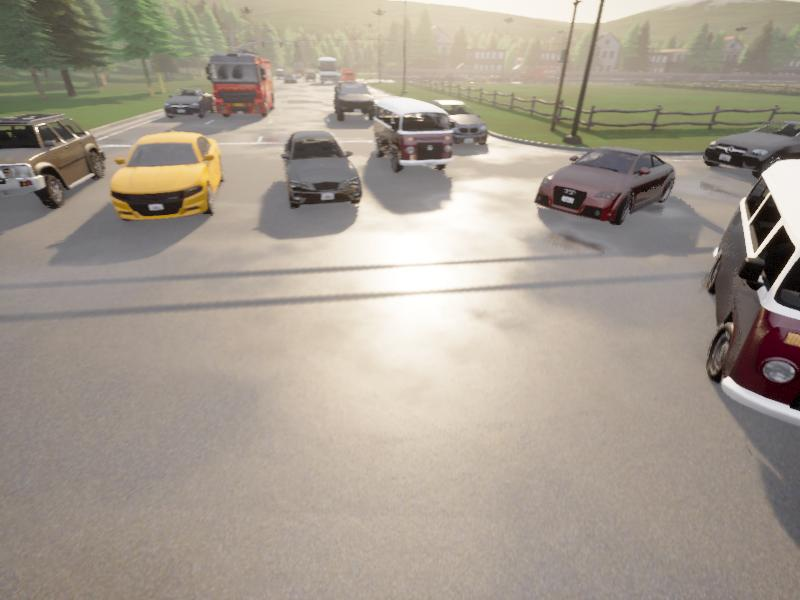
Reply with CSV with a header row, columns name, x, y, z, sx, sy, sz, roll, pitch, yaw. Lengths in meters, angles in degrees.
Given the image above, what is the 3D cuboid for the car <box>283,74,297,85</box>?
name,x,y,z,sx,sy,sz,roll,pitch,yaw
car,-20.363,-40.966,74.290,2.152,1.651,5.027,-5,31,-9

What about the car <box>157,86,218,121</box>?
name,x,y,z,sx,sy,sz,roll,pitch,yaw
car,-13.764,-13.000,26.303,2.152,1.651,5.027,-5,31,-9

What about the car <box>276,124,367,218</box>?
name,x,y,z,sx,sy,sz,roll,pitch,yaw
car,-2.249,-3.654,10.773,1.816,1.474,4.193,-8,31,-14

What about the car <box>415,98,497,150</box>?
name,x,y,z,sx,sy,sz,roll,pitch,yaw
car,2.420,-8.402,18.844,2.242,1.667,4.611,-6,31,-12

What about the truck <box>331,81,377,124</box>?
name,x,y,z,sx,sy,sz,roll,pitch,yaw
truck,-3.158,-13.264,26.585,2.390,2.098,6.274,-5,31,-10

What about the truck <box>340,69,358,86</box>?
name,x,y,z,sx,sy,sz,roll,pitch,yaw
truck,-9.213,-40.021,71.865,2.627,2.467,5.204,-5,31,-9

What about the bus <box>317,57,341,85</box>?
name,x,y,z,sx,sy,sz,roll,pitch,yaw
bus,-13.427,-43.030,75.124,3.944,4.253,10.273,-5,31,-9

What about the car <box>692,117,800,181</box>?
name,x,y,z,sx,sy,sz,roll,pitch,yaw
car,13.538,-5.376,14.026,5.027,1.651,2.152,-6,31,-12

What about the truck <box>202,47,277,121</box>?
name,x,y,z,sx,sy,sz,roll,pitch,yaw
truck,-10.541,-14.854,27.385,2.891,3.827,8.468,-5,31,-9

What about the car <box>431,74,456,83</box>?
name,x,y,z,sx,sy,sz,roll,pitch,yaw
car,10.087,-51.330,92.608,5.238,1.638,1.930,-5,31,-10

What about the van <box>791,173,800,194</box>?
name,x,y,z,sx,sy,sz,roll,pitch,yaw
van,15.030,-4.059,11.014,6.366,2.431,2.351,-6,31,-13

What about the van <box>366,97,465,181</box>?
name,x,y,z,sx,sy,sz,roll,pitch,yaw
van,0.307,-5.751,13.877,2.069,2.038,4.480,-7,31,-14

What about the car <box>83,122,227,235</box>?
name,x,y,z,sx,sy,sz,roll,pitch,yaw
car,-5.678,-3.333,10.064,1.882,1.535,5.008,-8,31,-15

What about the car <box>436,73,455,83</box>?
name,x,y,z,sx,sy,sz,roll,pitch,yaw
car,10.176,-49.641,89.489,3.866,1.878,1.905,-5,31,-10

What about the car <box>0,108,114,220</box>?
name,x,y,z,sx,sy,sz,roll,pitch,yaw
car,-9.403,-3.654,10.176,1.932,1.855,4.605,-8,31,-14

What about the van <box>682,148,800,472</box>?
name,x,y,z,sx,sy,sz,roll,pitch,yaw
van,4.900,-0.247,4.581,2.069,2.038,4.480,19,35,29

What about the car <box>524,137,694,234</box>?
name,x,y,z,sx,sy,sz,roll,pitch,yaw
car,5.310,-3.068,10.090,4.181,1.385,1.994,-23,38,-35
